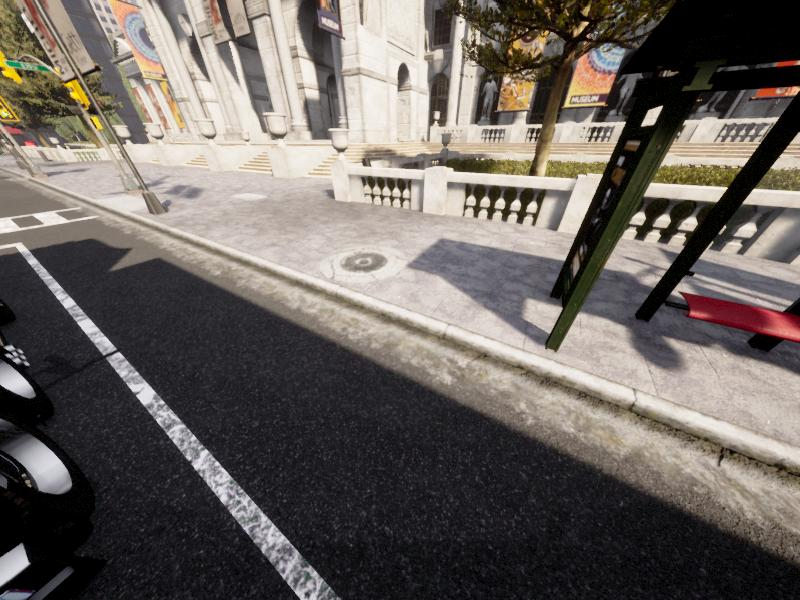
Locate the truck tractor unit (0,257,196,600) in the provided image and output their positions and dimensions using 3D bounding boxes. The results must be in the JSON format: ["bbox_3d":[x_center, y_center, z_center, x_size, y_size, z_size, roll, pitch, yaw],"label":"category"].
[{"bbox_3d":[-5.099,-0.313,0.797,6.516,4.208,3.053,19,39,25],"label":"truck tractor unit"}]
